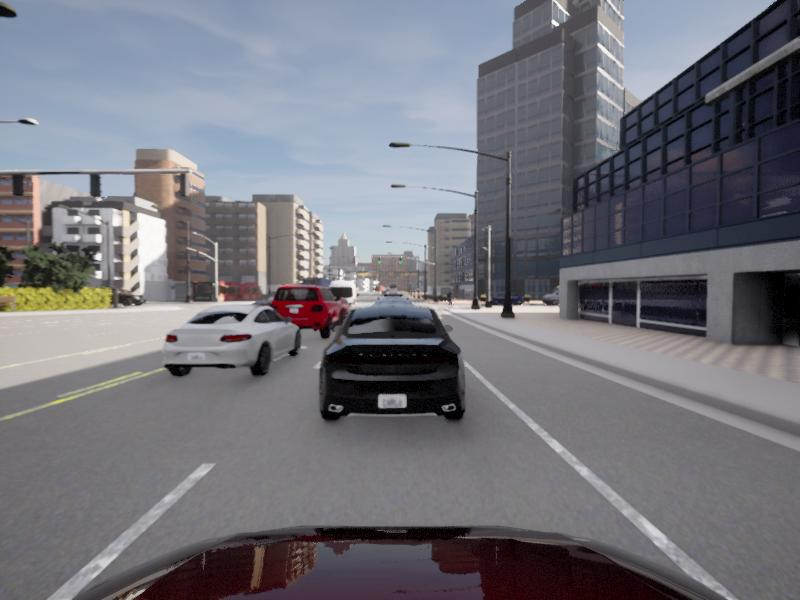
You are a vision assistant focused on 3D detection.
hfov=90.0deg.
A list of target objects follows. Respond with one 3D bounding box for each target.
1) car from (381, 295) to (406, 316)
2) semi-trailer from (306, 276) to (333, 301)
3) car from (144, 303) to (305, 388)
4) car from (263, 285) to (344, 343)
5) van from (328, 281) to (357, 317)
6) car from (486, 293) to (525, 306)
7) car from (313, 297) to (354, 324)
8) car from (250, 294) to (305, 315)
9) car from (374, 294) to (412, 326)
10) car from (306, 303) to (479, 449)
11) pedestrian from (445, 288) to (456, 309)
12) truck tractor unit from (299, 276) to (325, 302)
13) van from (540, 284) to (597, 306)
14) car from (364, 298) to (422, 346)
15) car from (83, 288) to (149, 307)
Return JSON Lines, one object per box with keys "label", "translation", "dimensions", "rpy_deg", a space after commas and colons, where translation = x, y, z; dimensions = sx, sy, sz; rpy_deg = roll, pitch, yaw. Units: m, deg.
{"label": "car", "translation": [-0.521, 0.362, 31.579], "dimensions": [1.816, 1.474, 4.193], "rpy_deg": [0, 2, 0]}
{"label": "semi-trailer", "translation": [-15.364, -2.097, 77.502], "dimensions": [2.717, 4.402, 14.254], "rpy_deg": [0, 1, -2]}
{"label": "car", "translation": [-3.666, 0.822, 9.427], "dimensions": [1.812, 1.442, 4.674], "rpy_deg": [0, 1, -1]}
{"label": "car", "translation": [-3.796, 0.419, 16.857], "dimensions": [2.150, 2.045, 5.566], "rpy_deg": [0, 1, -1]}
{"label": "van", "translation": [-4.420, -0.168, 31.446], "dimensions": [1.988, 2.561, 5.915], "rpy_deg": [0, 2, -5]}
{"label": "car", "translation": [12.467, -0.082, 47.478], "dimensions": [4.193, 1.474, 1.816], "rpy_deg": [0, 2, 0]}
{"label": "car", "translation": [-3.944, 0.543, 24.475], "dimensions": [1.812, 1.442, 4.674], "rpy_deg": [0, 1, -1]}
{"label": "car", "translation": [-9.974, 0.286, 33.005], "dimensions": [1.882, 1.535, 5.008], "rpy_deg": [0, 1, 16]}
{"label": "car", "translation": [-0.402, 0.477, 23.238], "dimensions": [1.930, 1.638, 5.238], "rpy_deg": [0, 1, -1]}
{"label": "car", "translation": [-0.119, 0.821, 6.697], "dimensions": [1.837, 1.490, 4.892], "rpy_deg": [0, 0, -1]}
{"label": "pedestrian", "translation": [4.596, -0.141, 36.548], "dimensions": [0.751, 1.860, 0.751], "rpy_deg": [-1, 2, -25]}
{"label": "truck tractor unit", "translation": [-15.182, -1.882, 69.593], "dimensions": [3.053, 4.208, 6.516], "rpy_deg": [0, 1, -1]}
{"label": "van", "translation": [19.947, -0.612, 47.533], "dimensions": [5.915, 2.561, 1.988], "rpy_deg": [0, 2, 0]}
{"label": "car", "translation": [-0.268, 0.702, 15.521], "dimensions": [1.882, 1.535, 5.008], "rpy_deg": [0, 1, -1]}
{"label": "car", "translation": [-30.833, -0.277, 43.567], "dimensions": [5.566, 2.045, 2.150], "rpy_deg": [0, 2, -1]}
